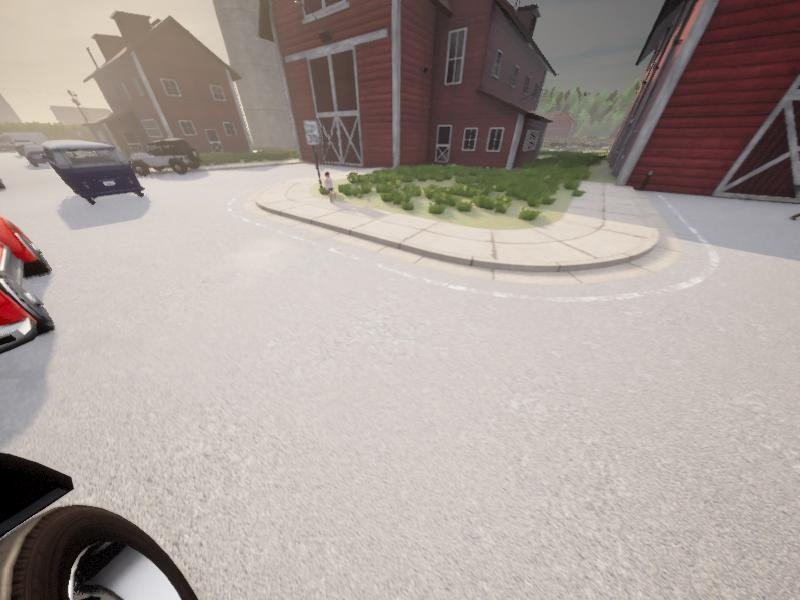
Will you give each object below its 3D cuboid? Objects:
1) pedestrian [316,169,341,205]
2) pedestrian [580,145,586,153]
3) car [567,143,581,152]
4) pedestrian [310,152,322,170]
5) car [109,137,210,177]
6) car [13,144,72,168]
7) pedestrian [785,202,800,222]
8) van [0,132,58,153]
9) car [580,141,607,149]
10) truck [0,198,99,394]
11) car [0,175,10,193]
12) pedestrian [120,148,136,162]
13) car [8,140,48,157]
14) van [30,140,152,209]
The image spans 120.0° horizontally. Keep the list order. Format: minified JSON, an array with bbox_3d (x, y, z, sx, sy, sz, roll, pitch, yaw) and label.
[{"bbox_3d":[-2.645,-4.196,8.561,0.500,1.100,0.500,20,40,25],"label":"pedestrian"},{"bbox_3d":[31.162,-25.674,39.364,0.500,1.100,0.500,23,41,28],"label":"pedestrian"},{"bbox_3d":[36.837,-32.362,48.866,1.816,1.474,4.193,23,41,28],"label":"car"},{"bbox_3d":[-6.434,-10.682,17.725,0.500,1.100,0.500,21,40,27],"label":"pedestrian"},{"bbox_3d":[-15.647,-9.534,15.346,3.866,1.878,1.905,-5,41,-5],"label":"car"},{"bbox_3d":[-31.941,-12.950,20.659,4.792,1.488,2.163,22,41,28],"label":"car"},{"bbox_3d":[12.794,-2.970,7.031,0.500,1.100,0.500,23,41,28],"label":"pedestrian"},{"bbox_3d":[-59.943,-24.934,36.496,1.988,2.561,5.915,23,41,28],"label":"van"},{"bbox_3d":[50.308,-40.307,60.118,5.238,1.638,1.930,-2,35,-3],"label":"car"},{"bbox_3d":[-6.688,-0.594,2.545,5.204,2.467,2.627,22,41,28],"label":"truck"},{"bbox_3d":[-20.918,-5.951,10.934,4.181,1.385,1.994,22,41,28],"label":"car"},{"bbox_3d":[-26.086,-13.938,22.138,0.500,1.100,0.500,-24,42,-30],"label":"pedestrian"},{"bbox_3d":[-46.797,-19.072,29.051,5.238,1.638,1.930,22,41,28],"label":"car"},{"bbox_3d":[-12.786,-5.381,9.589,4.442,1.987,1.775,23,42,27],"label":"van"}]
